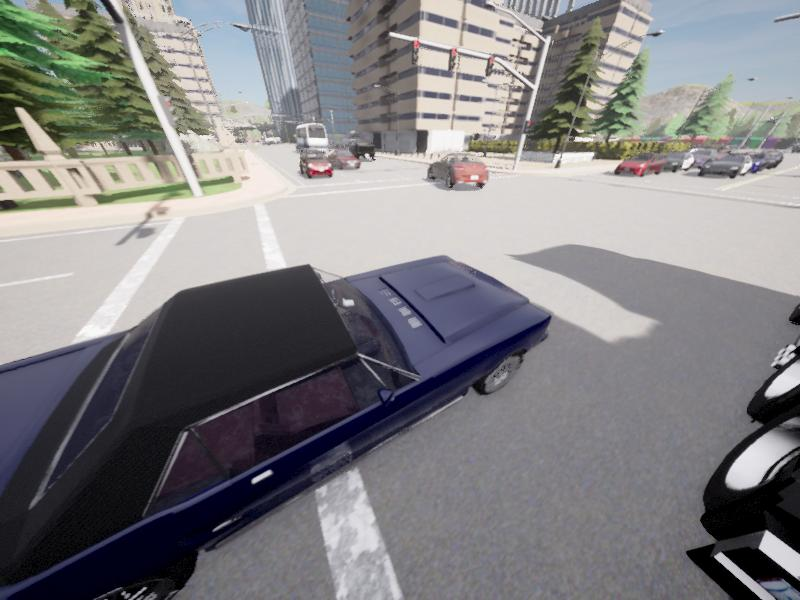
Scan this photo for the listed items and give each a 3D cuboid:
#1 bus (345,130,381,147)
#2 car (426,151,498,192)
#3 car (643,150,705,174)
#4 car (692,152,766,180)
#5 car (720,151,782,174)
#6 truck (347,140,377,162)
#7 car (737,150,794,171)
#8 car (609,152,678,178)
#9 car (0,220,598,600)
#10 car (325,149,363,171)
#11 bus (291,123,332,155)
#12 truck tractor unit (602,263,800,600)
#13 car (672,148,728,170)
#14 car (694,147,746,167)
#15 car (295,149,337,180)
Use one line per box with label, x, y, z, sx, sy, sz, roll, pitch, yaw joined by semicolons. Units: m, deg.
bus;-11.655;-51.517;73.948;10.273;4.253;3.944;-18;39;-24
car;3.392;-7.907;13.955;2.152;1.651;5.027;-6;35;-10
car;24.749;-12.526;20.877;4.974;1.542;2.038;-18;39;-24
car;25.576;-10.484;17.957;4.974;1.542;2.038;-18;39;-24
car;31.625;-12.450;20.841;4.514;1.525;2.007;-18;39;-24
truck;-4.980;-19.374;29.901;2.390;2.098;6.274;-11;36;-16
car;37.142;-14.240;23.477;4.902;1.511;2.128;-18;39;-24
car;19.317;-10.798;18.348;4.514;1.525;2.007;-17;38;-23
car;-0.724;0.482;2.168;4.718;1.301;1.895;-18;39;-24
car;-5.207;-12.977;21.297;1.812;1.442;4.674;-18;39;-24
bus;-16.055;-28.823;41.459;3.944;4.253;10.273;-18;39;-24
truck tractor unit;5.112;-0.298;0.787;6.516;4.208;3.053;-18;39;-24
car;30.774;-14.526;23.721;4.856;1.649;2.033;-18;39;-24
car;36.865;-16.527;26.616;4.611;1.667;2.242;-18;39;-25
car;-6.132;-9.887;16.713;1.851;1.617;3.988;-16;38;-23
